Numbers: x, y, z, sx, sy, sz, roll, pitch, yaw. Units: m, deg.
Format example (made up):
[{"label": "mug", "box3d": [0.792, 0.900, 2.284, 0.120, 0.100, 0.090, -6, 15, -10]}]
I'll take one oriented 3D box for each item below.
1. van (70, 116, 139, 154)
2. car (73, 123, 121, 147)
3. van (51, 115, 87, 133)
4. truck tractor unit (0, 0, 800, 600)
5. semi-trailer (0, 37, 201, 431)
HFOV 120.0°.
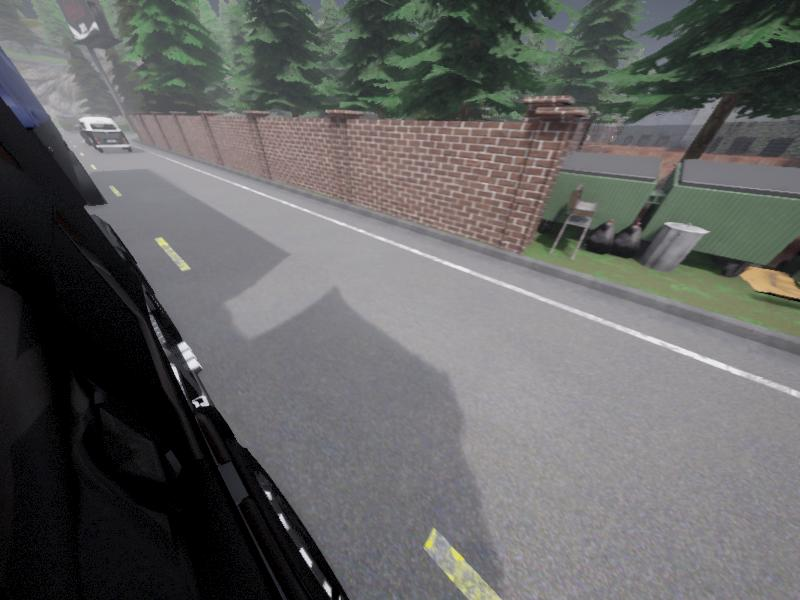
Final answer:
[{"label": "van", "box3d": [-21.759, -12.180, 17.023, 4.480, 2.038, 2.069, 28, 43, 30]}, {"label": "car", "box3d": [-27.133, -14.788, 20.672, 4.892, 1.490, 1.837, 28, 43, 30]}, {"label": "van", "box3d": [-48.703, -25.970, 34.030, 4.442, 1.987, 1.775, 23, 41, 26]}, {"label": "truck tractor unit", "box3d": [-2.645, -0.295, 0.351, 6.516, 4.208, 3.053, 28, 44, 30]}, {"label": "semi-trailer", "box3d": [-8.669, -3.611, 4.275, 14.254, 4.402, 2.717, 28, 44, 30]}]
